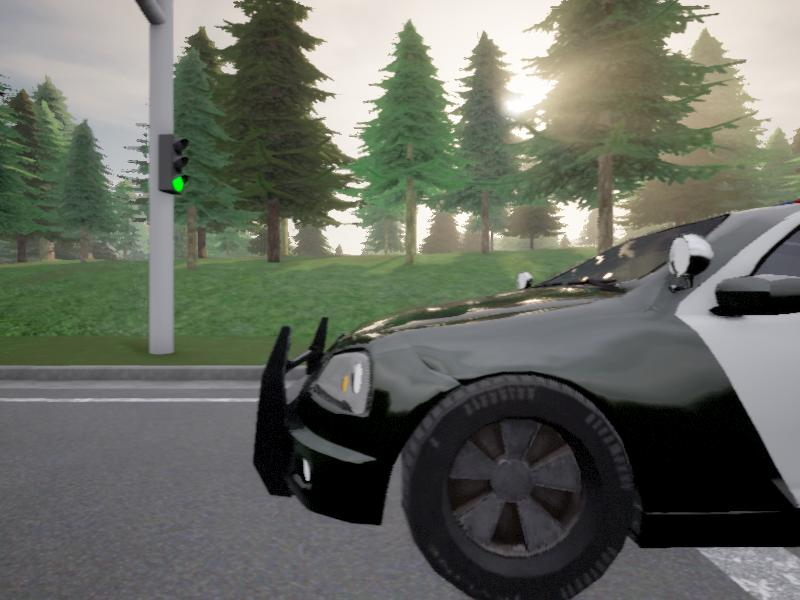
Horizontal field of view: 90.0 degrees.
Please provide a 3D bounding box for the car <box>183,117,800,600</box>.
[{"bbox_3d":[1.845,0.225,2.209,4.974,1.542,2.038,0,0,0],"label":"car"}]
